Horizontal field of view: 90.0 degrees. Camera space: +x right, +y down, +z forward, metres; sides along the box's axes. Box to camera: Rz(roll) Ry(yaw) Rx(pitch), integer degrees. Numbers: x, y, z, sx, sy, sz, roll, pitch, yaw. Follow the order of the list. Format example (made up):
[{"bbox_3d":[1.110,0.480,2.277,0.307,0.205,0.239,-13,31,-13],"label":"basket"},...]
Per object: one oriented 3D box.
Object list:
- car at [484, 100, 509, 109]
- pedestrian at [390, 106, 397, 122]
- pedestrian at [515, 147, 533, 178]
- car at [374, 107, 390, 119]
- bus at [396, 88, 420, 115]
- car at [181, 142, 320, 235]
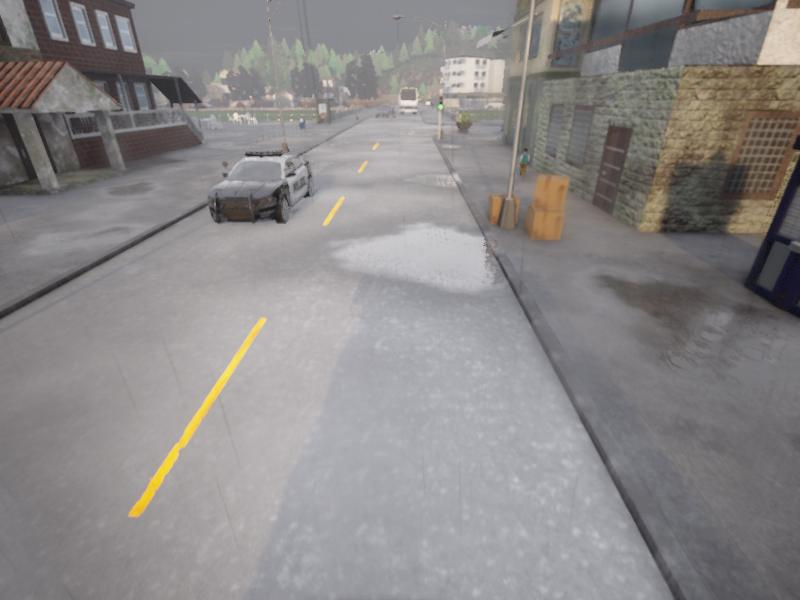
[{"bbox_3d":[24.326,-49.226,100.670,5.566,2.045,2.150,0,27,1],"label":"car"},{"bbox_3d":[-0.817,-23.591,50.749,0.751,1.860,0.751,-1,27,-2],"label":"pedestrian"},{"bbox_3d":[4.909,-5.453,15.835,0.500,1.100,0.500,5,28,10],"label":"pedestrian"},{"bbox_3d":[-2.711,-28.577,61.053,2.033,1.411,5.357,0,27,1],"label":"car"},{"bbox_3d":[1.484,-36.851,74.105,3.944,4.253,10.273,0,27,1],"label":"bus"},{"bbox_3d":[-3.921,-3.499,11.734,1.930,1.638,5.238,0,27,1],"label":"car"}]
